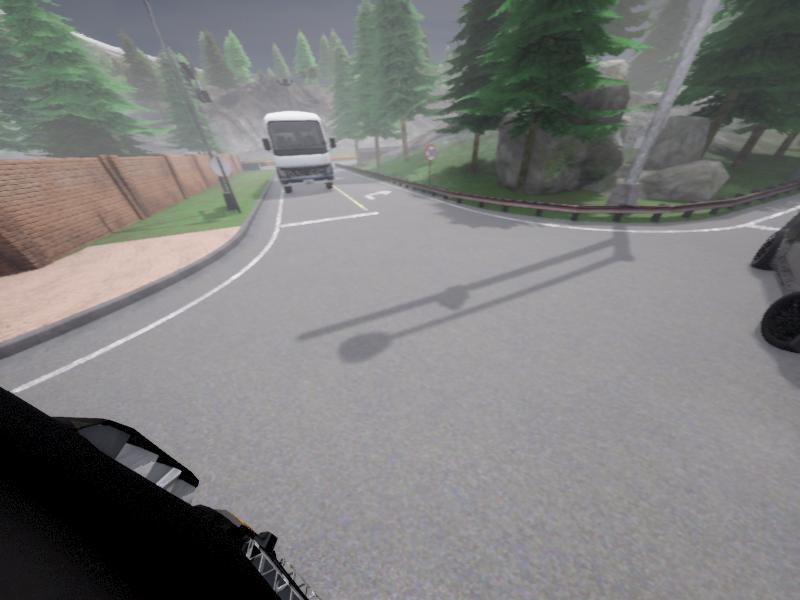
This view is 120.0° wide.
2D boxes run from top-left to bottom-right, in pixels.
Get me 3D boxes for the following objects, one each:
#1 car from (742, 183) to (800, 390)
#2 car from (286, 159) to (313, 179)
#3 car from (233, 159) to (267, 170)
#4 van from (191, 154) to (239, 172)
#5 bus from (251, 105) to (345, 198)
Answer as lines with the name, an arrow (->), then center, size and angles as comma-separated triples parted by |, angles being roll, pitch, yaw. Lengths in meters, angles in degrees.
car -> 6.277, -0.350, 2.509 | 4.611, 1.667, 2.242 | -28, 41, -32
car -> -10.882, -14.181, 24.889 | 2.128, 1.511, 4.902 | -15, 35, -17
car -> -27.858, -25.391, 43.200 | 4.902, 1.511, 2.128 | -15, 35, -18
van -> -34.806, -25.971, 43.796 | 6.366, 2.431, 2.351 | -15, 35, -18
bus -> -7.387, -10.867, 17.126 | 3.944, 4.253, 10.273 | -15, 35, -17
